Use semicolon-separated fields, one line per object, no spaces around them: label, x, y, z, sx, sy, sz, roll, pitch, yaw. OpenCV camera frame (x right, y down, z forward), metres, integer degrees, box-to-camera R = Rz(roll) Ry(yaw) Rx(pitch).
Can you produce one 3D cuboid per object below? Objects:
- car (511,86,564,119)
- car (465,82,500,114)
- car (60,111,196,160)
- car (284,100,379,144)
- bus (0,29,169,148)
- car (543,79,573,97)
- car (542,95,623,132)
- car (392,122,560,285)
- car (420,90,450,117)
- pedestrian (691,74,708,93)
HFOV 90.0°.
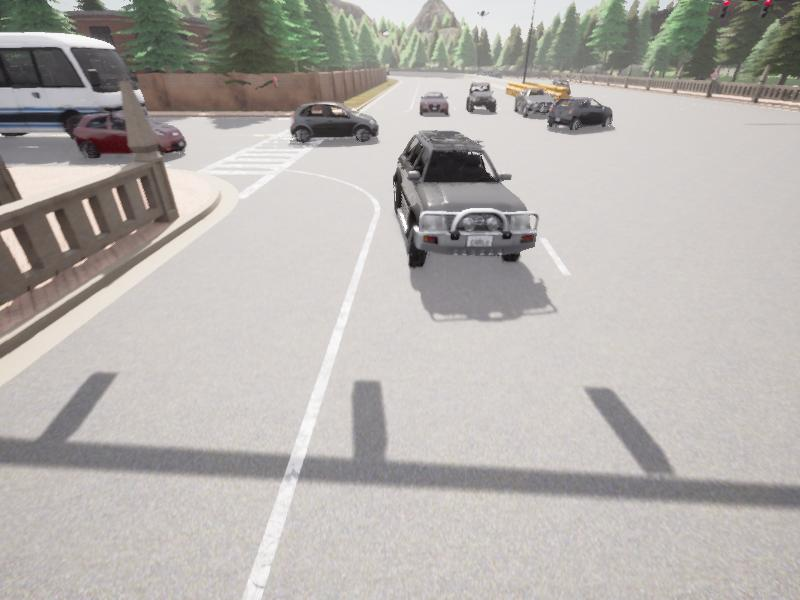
car;9.404;-13.829;27.855;2.152;1.651;5.027;1;31;3
car;6.017;-15.051;29.696;1.905;1.878;3.866;1;31;3
car;-10.234;-6.319;15.305;3.633;1.501;1.845;1;30;3
car;-2.999;-8.212;18.397;3.988;1.617;1.851;-2;30;-3
bus;-17.164;-9.493;18.078;10.273;4.253;3.944;1;30;3
car;17.456;-23.520;44.320;1.851;1.617;3.988;1;31;3
car;9.857;-10.122;21.630;3.633;1.501;1.845;-16;34;-24
car;0.999;-2.202;7.866;1.932;1.855;4.605;-1;30;-6
car;2.440;-14.109;28.638;1.994;1.385;4.181;1;30;3
pedestrian;33.706;-24.337;44.988;0.751;1.860;0.751;2;31;4
